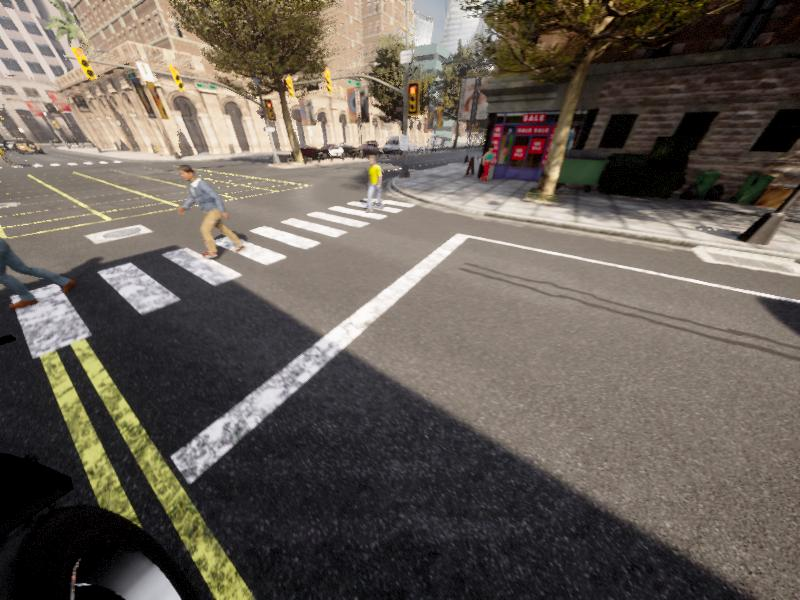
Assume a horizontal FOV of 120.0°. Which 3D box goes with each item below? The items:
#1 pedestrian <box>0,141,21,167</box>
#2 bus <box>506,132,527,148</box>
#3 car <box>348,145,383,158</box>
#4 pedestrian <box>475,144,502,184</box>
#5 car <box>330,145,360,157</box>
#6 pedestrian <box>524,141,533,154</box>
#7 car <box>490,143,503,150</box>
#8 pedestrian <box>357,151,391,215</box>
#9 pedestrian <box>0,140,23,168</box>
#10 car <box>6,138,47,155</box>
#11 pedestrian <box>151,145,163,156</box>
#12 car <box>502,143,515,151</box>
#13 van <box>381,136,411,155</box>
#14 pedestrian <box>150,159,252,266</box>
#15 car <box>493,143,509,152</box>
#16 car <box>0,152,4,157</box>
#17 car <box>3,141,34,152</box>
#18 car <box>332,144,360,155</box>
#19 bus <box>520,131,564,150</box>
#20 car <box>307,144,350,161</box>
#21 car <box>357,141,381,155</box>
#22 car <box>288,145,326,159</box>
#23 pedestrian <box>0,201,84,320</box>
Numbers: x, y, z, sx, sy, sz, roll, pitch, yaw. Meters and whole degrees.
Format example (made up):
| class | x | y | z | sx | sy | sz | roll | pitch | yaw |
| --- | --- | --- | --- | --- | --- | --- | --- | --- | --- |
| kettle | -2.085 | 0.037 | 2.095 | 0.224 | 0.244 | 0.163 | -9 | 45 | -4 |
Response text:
| class | x | y | z | sx | sy | sz | roll | pitch | yaw |
| --- | --- | --- | --- | --- | --- | --- | --- | --- | --- |
| pedestrian | -32.827 | -12.063 | 19.025 | 0.751 | 1.860 | 0.751 | 17 | 38 | 22 |
| bus | 39.696 | -54.474 | 78.577 | 3.944 | 4.253 | 10.273 | 21 | 40 | 26 |
| car | -4.983 | -21.986 | 34.045 | 2.033 | 1.411 | 5.357 | 21 | 40 | 26 |
| pedestrian | 4.880 | -7.528 | 12.834 | 0.751 | 1.860 | 0.751 | -12 | 37 | -17 |
| car | -8.251 | -22.785 | 35.160 | 1.994 | 1.385 | 4.181 | 21 | 40 | 27 |
| pedestrian | 22.618 | -26.878 | 40.717 | 0.751 | 1.860 | 0.751 | 18 | 39 | 23 |
| car | 25.559 | -40.664 | 61.059 | 1.837 | 1.490 | 4.892 | 21 | 38 | 26 |
| pedestrian | -0.873 | -4.061 | 8.066 | 0.751 | 1.860 | 0.751 | 24 | 41 | 29 |
| pedestrian | -31.918 | -11.770 | 18.619 | 0.751 | 1.860 | 0.751 | 22 | 41 | 28 |
| car | -51.026 | -21.017 | 31.569 | 4.605 | 1.855 | 1.932 | 21 | 40 | 26 |
| pedestrian | -30.345 | -18.619 | 28.817 | 0.500 | 1.100 | 0.500 | 20 | 40 | 26 |
| car | 26.997 | -38.190 | 57.526 | 1.845 | 1.501 | 3.633 | 21 | 40 | 26 |
| van | -0.571 | -26.373 | 39.374 | 1.988 | 2.561 | 5.915 | 21 | 40 | 26 |
| pedestrian | -3.949 | -1.769 | 4.749 | 0.751 | 1.860 | 0.751 | 22 | 40 | 27 |
| car | 22.926 | -34.611 | 52.355 | 2.038 | 1.542 | 4.974 | 21 | 40 | 26 |
| car | -50.076 | -18.105 | 27.777 | 4.193 | 1.474 | 1.816 | 21 | 40 | 26 |
| car | -61.081 | -24.576 | 37.011 | 4.718 | 1.301 | 1.895 | 21 | 40 | 26 |
| car | -9.030 | -25.531 | 39.124 | 1.895 | 1.301 | 4.718 | 20 | 40 | 26 |
| bus | 41.232 | -46.994 | 67.921 | 3.944 | 4.253 | 10.273 | -11 | 37 | -16 |
| car | -8.838 | -18.626 | 29.073 | 2.038 | 1.542 | 4.974 | 21 | 40 | 26 |
| car | -5.160 | -25.754 | 38.988 | 1.905 | 1.878 | 3.866 | 20 | 40 | 26 |
| car | -12.078 | -19.393 | 30.261 | 1.994 | 1.385 | 4.181 | 21 | 40 | 26 |
| pedestrian | -5.870 | -0.773 | 3.299 | 0.751 | 1.860 | 0.751 | 22 | 40 | 28 |
